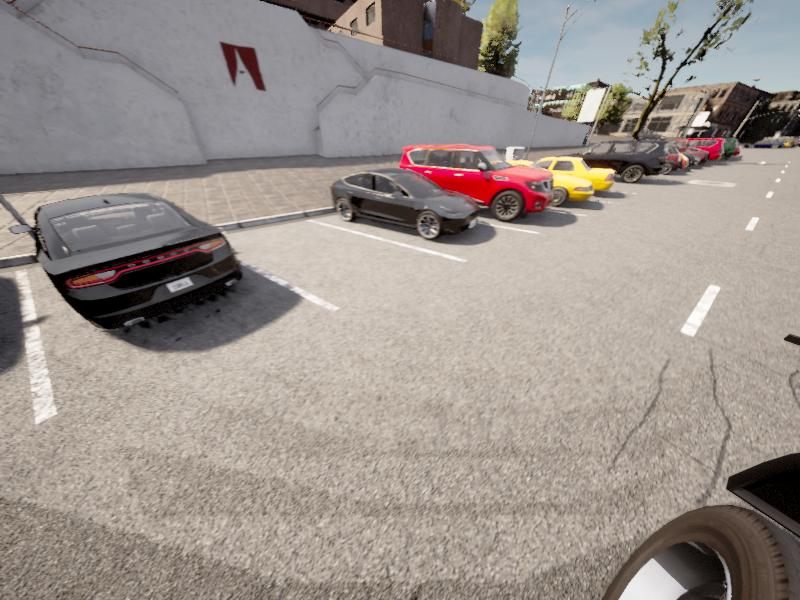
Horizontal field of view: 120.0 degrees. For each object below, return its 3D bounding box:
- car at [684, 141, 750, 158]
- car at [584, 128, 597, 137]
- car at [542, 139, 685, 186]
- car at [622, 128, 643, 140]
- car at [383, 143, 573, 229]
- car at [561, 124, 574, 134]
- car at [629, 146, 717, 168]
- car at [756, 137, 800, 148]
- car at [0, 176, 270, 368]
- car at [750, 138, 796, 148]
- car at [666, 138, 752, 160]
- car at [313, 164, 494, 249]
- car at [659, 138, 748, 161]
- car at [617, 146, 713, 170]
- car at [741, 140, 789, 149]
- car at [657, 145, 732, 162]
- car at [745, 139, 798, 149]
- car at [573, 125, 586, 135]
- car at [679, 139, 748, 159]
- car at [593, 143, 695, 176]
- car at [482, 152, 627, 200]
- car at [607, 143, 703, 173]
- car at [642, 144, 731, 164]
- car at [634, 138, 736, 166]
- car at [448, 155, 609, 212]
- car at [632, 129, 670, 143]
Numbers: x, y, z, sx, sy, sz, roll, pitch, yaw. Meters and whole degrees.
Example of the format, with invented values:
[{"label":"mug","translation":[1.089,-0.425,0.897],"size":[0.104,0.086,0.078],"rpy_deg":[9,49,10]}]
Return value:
[{"label":"car","translation":[41.817,-20.093,30.749],"size":[4.553,1.767,2.185],"rpy_deg":[22,40,29]},{"label":"car","translation":[50.104,-44.066,60.699],"size":[2.231,1.521,4.892],"rpy_deg":[27,42,25]},{"label":"car","translation":[12.172,-8.363,13.866],"size":[5.566,2.045,2.435],"rpy_deg":[21,40,29]},{"label":"car","translation":[55.257,-39.342,54.942],"size":[2.435,2.045,5.566],"rpy_deg":[27,42,25]},{"label":"car","translation":[2.398,-4.339,8.249],"size":[5.566,2.045,2.435],"rpy_deg":[21,40,29]},{"label":"car","translation":[46.652,-47.485,64.238],"size":[1.878,1.987,4.442],"rpy_deg":[27,42,25]},{"label":"car","translation":[24.463,-13.104,21.059],"size":[4.792,1.488,2.163],"rpy_deg":[21,40,29]},{"label":"car","translation":[82.057,-34.263,50.266],"size":[4.442,1.987,1.878],"rpy_deg":[26,42,33]},{"label":"car","translation":[-4.995,-1.110,4.206],"size":[5.008,1.535,2.097],"rpy_deg":[21,41,29]},{"label":"car","translation":[79.302,-33.390,49.210],"size":[4.553,1.767,2.185],"rpy_deg":[25,42,33]},{"label":"car","translation":[36.843,-18.254,27.909],"size":[5.566,2.045,2.435],"rpy_deg":[21,40,29]},{"label":"car","translation":[-0.057,-3.100,7.009],"size":[4.792,1.488,2.163],"rpy_deg":[21,40,29]},{"label":"car","translation":[34.316,-17.286,26.530],"size":[5.566,2.045,2.435],"rpy_deg":[21,40,29]},{"label":"car","translation":[22.030,-12.133,19.630],"size":[4.892,1.521,2.231],"rpy_deg":[21,40,29]},{"label":"car","translation":[74.013,-31.634,47.008],"size":[4.792,1.488,2.163],"rpy_deg":[25,42,32]},{"label":"car","translation":[31.875,-16.050,25.274],"size":[4.674,1.452,2.002],"rpy_deg":[21,40,29]},{"label":"car","translation":[76.832,-32.358,47.955],"size":[5.366,1.575,1.946],"rpy_deg":[25,42,33]},{"label":"car","translation":[48.362,-45.837,62.359],"size":[1.878,1.987,4.442],"rpy_deg":[27,42,24]},{"label":"car","translation":[39.394,-19.182,29.274],"size":[4.442,1.987,1.878],"rpy_deg":[22,40,29]},{"label":"car","translation":[17.140,-10.237,16.721],"size":[4.553,1.767,2.185],"rpy_deg":[21,40,29]},{"label":"car","translation":[7.134,-6.208,11.283],"size":[5.366,1.575,1.946],"rpy_deg":[21,40,29]},{"label":"car","translation":[19.549,-11.254,18.163],"size":[4.553,1.767,2.185],"rpy_deg":[21,40,29]},{"label":"car","translation":[29.256,-15.160,23.935],"size":[5.366,1.575,1.946],"rpy_deg":[21,40,29]},{"label":"car","translation":[26.921,-14.325,22.311],"size":[5.566,2.045,2.435],"rpy_deg":[21,40,28]},{"label":"car","translation":[4.986,-5.090,9.710],"size":[5.366,1.575,1.946],"rpy_deg":[21,40,29]},{"label":"car","translation":[51.261,-33.562,47.268],"size":[1.932,1.855,4.605],"rpy_deg":[-21,45,-29]}]
